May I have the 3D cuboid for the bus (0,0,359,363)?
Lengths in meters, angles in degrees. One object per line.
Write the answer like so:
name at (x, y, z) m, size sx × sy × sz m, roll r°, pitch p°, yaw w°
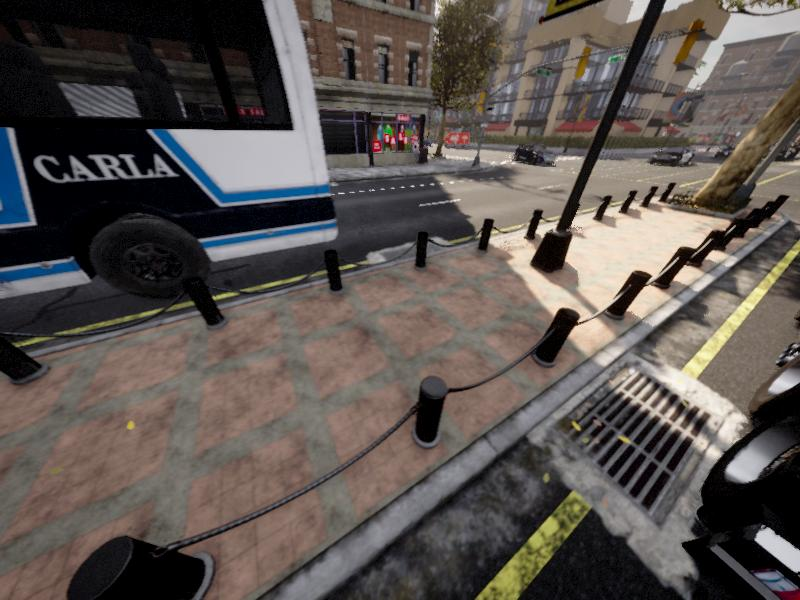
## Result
bus at (-6.226, -1.819, 2.663) m, size 10.273 × 4.253 × 3.944 m, roll -18°, pitch 40°, yaw -24°

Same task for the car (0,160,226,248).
car at (-7.279, -2.819, 6.354) m, size 3.633 × 1.501 × 1.845 m, roll -18°, pitch 40°, yaw -24°

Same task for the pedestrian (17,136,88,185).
pedestrian at (-15.611, -6.308, 10.473) m, size 0.751 × 1.860 × 0.751 m, roll -16°, pitch 39°, yaw -22°

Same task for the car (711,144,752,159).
car at (43.275, -19.405, 30.150) m, size 3.806 × 1.475 × 1.970 m, roll -18°, pitch 40°, yaw -24°

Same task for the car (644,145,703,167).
car at (26.132, -13.787, 22.080) m, size 4.974 × 1.542 × 2.038 m, roll -17°, pitch 39°, yaw -25°

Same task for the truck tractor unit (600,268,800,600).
truck tractor unit at (5.123, -0.291, 0.749) m, size 6.516 × 4.208 × 3.053 m, roll -18°, pitch 40°, yaw -23°

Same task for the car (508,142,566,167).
car at (12.656, -13.801, 21.785) m, size 2.033 × 1.649 × 4.856 m, roll -3°, pitch 36°, yaw -7°

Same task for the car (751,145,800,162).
car at (44.860, -17.588, 27.613) m, size 4.974 × 1.542 × 2.038 m, roll -18°, pitch 40°, yaw -24°
